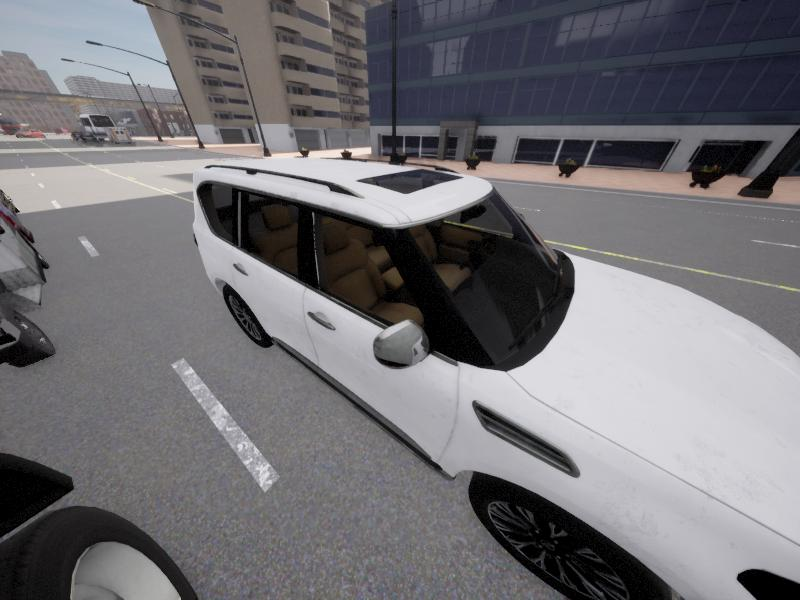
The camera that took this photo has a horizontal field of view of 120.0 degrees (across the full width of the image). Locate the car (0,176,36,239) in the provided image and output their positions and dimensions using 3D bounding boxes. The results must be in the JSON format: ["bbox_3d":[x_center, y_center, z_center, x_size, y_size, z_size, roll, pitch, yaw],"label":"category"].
[{"bbox_3d":[-12.933,-2.856,6.570,4.902,1.511,2.128,22,41,28],"label":"car"}]

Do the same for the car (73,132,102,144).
[{"bbox_3d":[-56.383,-29.256,41.684,4.902,1.511,2.128,24,42,27],"label":"car"}]

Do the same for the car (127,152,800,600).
[{"bbox_3d":[-0.021,-0.211,2.438,5.566,2.045,2.150,23,41,28],"label":"car"}]

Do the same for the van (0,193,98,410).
[{"bbox_3d":[-6.908,-0.729,2.803,6.366,2.431,2.351,22,41,28],"label":"van"}]

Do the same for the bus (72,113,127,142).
[{"bbox_3d":[-60.729,-34.802,46.655,10.273,4.253,3.944,24,41,27],"label":"bus"}]

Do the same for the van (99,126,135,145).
[{"bbox_3d":[-51.772,-30.140,42.301,6.366,2.431,2.351,24,42,27],"label":"van"}]

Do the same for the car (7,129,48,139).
[{"bbox_3d":[-77.180,-34.584,48.026,2.242,1.667,4.611,-12,38,-18],"label":"car"}]
